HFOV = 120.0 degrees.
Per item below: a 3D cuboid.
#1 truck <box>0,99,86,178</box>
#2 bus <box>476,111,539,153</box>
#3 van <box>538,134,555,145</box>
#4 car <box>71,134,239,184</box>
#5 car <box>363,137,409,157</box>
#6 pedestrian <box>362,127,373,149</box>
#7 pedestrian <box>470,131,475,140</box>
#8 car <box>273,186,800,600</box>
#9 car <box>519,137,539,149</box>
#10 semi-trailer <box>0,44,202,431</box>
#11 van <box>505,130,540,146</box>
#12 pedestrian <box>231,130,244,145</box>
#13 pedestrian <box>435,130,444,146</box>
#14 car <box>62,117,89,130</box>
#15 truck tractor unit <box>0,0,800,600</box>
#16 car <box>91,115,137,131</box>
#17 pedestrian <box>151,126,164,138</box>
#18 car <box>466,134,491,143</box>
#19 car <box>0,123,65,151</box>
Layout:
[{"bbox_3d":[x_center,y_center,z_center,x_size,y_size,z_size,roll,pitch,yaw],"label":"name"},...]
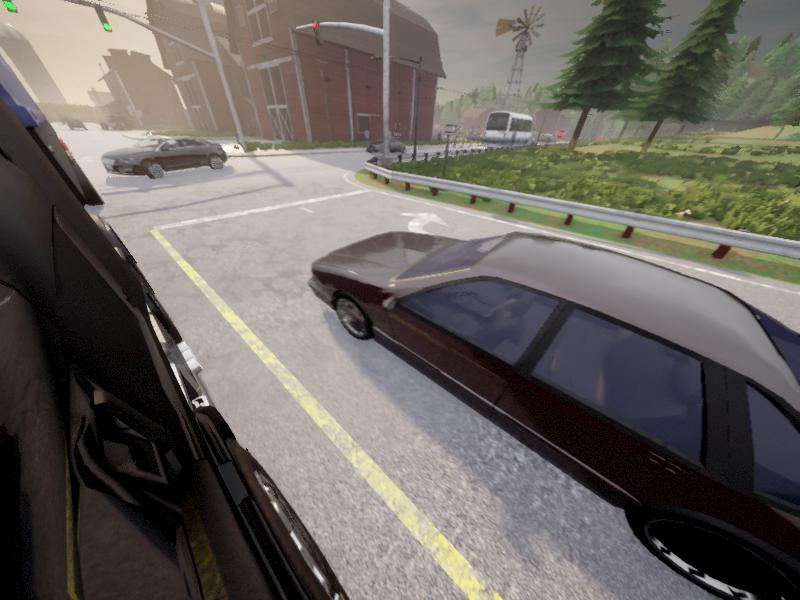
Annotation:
[{"bbox_3d":[-17.608,-7.563,10.589,5.204,2.467,2.627,30,45,28],"label":"truck"},{"bbox_3d":[15.541,-23.982,33.076,3.944,4.253,10.273,29,44,31],"label":"bus"},{"bbox_3d":[36.409,-39.975,57.511,2.069,2.038,4.480,29,44,31],"label":"van"},{"bbox_3d":[-10.814,-6.853,10.916,2.128,1.511,4.902,12,38,13],"label":"car"},{"bbox_3d":[-1.244,-14.872,22.323,1.994,1.385,4.181,29,44,31],"label":"car"},{"bbox_3d":[-3.488,-17.402,24.860,0.751,1.860,0.751,26,43,28],"label":"pedestrian"},{"bbox_3d":[19.508,-44.389,62.246,0.751,1.860,0.751,-18,41,-25],"label":"pedestrian"},{"bbox_3d":[1.279,0.216,2.270,5.357,1.411,2.033,28,44,30],"label":"car"},{"bbox_3d":[22.646,-27.509,40.475,1.845,1.501,3.633,29,44,31],"label":"car"},{"bbox_3d":[-8.703,-3.588,4.243,14.254,4.402,2.717,28,44,30],"label":"semi-trailer"},{"bbox_3d":[26.680,-35.556,50.714,2.351,2.431,6.366,-6,36,-21],"label":"van"},{"bbox_3d":[-15.395,-15.426,21.905,0.500,1.100,0.500,14,38,14],"label":"pedestrian"},{"bbox_3d":[5.741,-23.332,33.324,0.751,1.860,0.751,32,46,33],"label":"pedestrian"},{"bbox_3d":[-51.097,-27.743,36.337,3.705,1.549,1.789,28,44,30],"label":"car"},{"bbox_3d":[-2.645,-0.295,0.351,6.516,4.208,3.053,28,44,30],"label":"truck tractor unit"},{"bbox_3d":[-45.315,-28.196,36.736,3.866,1.878,1.905,-1,43,-2],"label":"car"},{"bbox_3d":[-27.427,-18.992,26.126,0.500,1.100,0.500,13,38,14],"label":"pedestrian"},{"bbox_3d":[18.108,-37.348,53.377,4.792,1.488,2.163,28,44,30],"label":"car"},{"bbox_3d":[-26.442,-11.798,16.667,4.181,1.385,1.994,28,44,29],"label":"car"}]
